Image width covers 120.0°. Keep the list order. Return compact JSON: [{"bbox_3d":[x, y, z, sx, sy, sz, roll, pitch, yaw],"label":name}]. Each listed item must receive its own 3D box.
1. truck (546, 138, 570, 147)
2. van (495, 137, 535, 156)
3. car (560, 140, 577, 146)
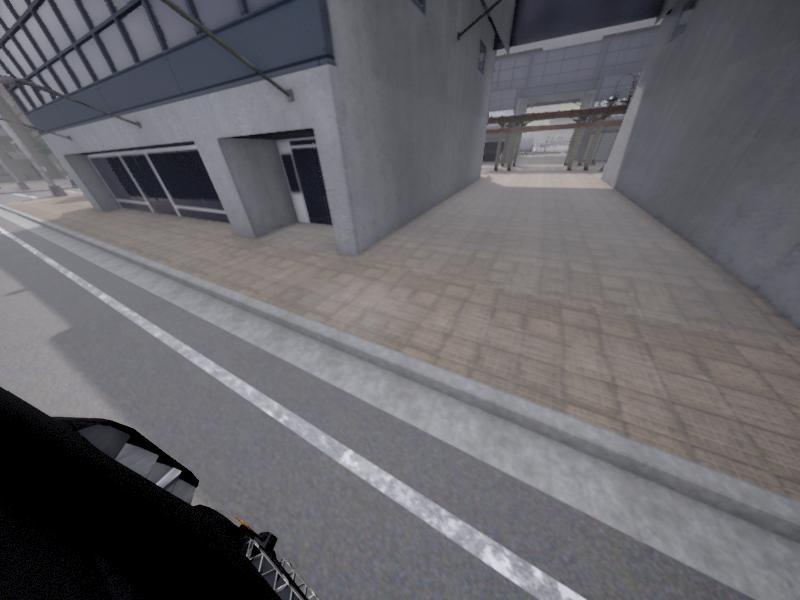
[{"bbox_3d":[54.380,-54.366,79.637,6.274,2.098,2.390,14,37,24],"label":"truck"},{"bbox_3d":[20.865,-27.888,42.007,5.915,2.561,1.988,14,37,24],"label":"van"},{"bbox_3d":[55.379,-51.690,76.047,3.988,1.617,1.851,14,37,24],"label":"car"}]
